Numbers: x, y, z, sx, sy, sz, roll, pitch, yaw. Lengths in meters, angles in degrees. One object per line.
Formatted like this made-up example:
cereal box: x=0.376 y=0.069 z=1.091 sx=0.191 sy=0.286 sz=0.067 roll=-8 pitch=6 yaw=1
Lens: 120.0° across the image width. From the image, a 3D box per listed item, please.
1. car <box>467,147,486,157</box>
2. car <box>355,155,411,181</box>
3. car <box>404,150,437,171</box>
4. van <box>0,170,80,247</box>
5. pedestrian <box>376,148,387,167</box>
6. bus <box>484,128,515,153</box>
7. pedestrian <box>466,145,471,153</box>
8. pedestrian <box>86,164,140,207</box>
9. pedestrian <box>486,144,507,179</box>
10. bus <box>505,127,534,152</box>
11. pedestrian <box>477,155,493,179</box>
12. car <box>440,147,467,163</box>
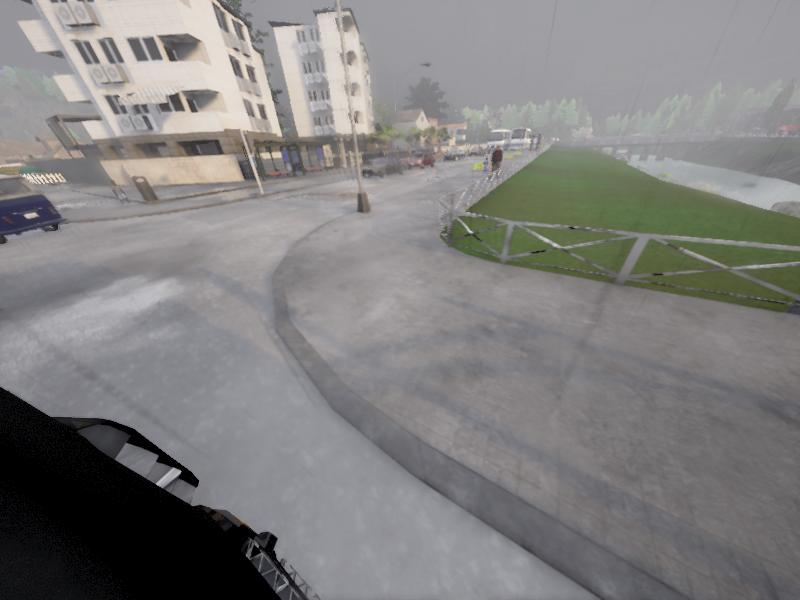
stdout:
car: x=13.506 y=-26.089 z=40.667 sx=1.994 sy=1.385 sz=4.181 roll=16 pitch=38 yaw=26
car: x=-1.260 y=-11.351 z=19.728 sx=2.033 sy=1.411 sz=5.357 roll=16 pitch=38 yaw=26
car: x=2.250 y=-14.953 z=24.654 sx=1.851 sy=1.617 sz=3.988 roll=16 pitch=38 yaw=26
van: x=-14.682 y=-2.960 z=7.666 sx=4.442 sy=1.987 sz=1.775 roll=-3 pitch=35 yaw=-1
pedestrian: x=-2.184 y=-16.803 z=27.297 sx=0.751 sy=1.860 sz=0.751 roll=27 pitch=44 yaw=37
bus: x=23.062 y=-36.762 z=53.297 sx=3.944 sy=4.253 sz=10.273 roll=16 pitch=38 yaw=26
pedestrian: x=15.084 y=-33.406 z=51.099 sx=0.751 sy=1.300 sz=0.751 roll=22 pitch=41 yaw=32
pedestrian: x=-14.686 y=-5.873 z=11.887 sx=0.751 sy=1.860 sz=0.751 roll=10 pitch=36 yaw=18
pedestrian: x=6.093 y=-8.747 z=14.627 sx=0.751 sy=1.860 sz=0.751 roll=15 pitch=38 yaw=25
bus: x=28.142 y=-37.656 z=54.251 sx=3.944 sy=4.253 sz=10.273 roll=16 pitch=38 yaw=26
pedestrian: x=5.539 y=-8.646 z=15.022 sx=0.751 sy=1.300 sz=0.751 roll=10 pitch=36 yaw=18
car: x=7.561 y=-20.270 z=32.171 sx=1.930 sy=1.638 sz=5.238 roll=16 pitch=38 yaw=26
